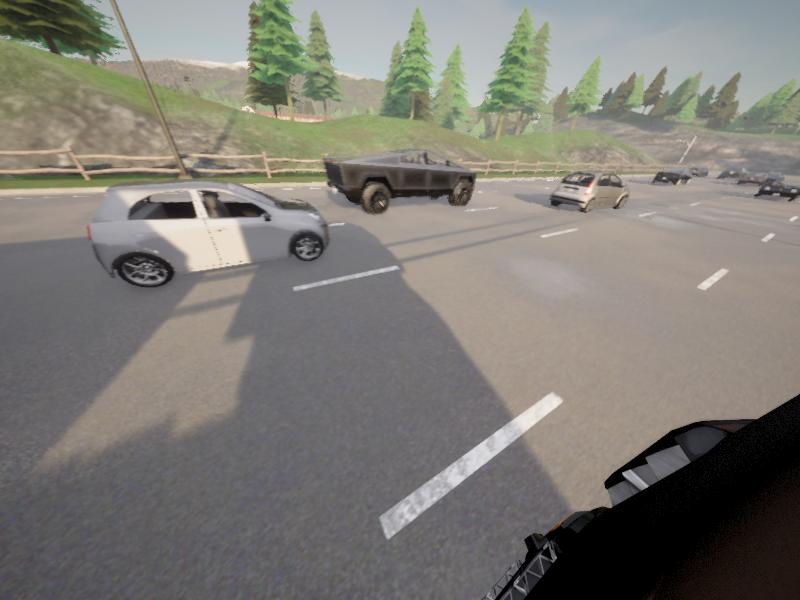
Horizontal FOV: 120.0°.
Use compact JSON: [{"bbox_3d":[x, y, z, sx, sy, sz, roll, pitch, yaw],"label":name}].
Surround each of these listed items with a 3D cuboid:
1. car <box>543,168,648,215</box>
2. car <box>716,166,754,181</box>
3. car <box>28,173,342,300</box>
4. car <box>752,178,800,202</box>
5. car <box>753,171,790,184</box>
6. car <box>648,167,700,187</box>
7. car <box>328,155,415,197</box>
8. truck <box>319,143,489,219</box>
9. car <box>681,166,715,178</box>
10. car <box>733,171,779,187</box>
[{"bbox_3d":[9.306,-5.279,11.090,3.988,1.617,1.851,-13,37,-23],"label":"car"},{"bbox_3d":[51.097,-19.362,35.257,4.553,1.767,2.097,-16,38,-26],"label":"car"},{"bbox_3d":[-3.286,-1.536,4.572,3.633,1.501,1.845,-16,38,-26],"label":"car"},{"bbox_3d":[30.294,-8.741,18.208,4.718,1.301,1.895,-16,38,-26],"label":"car"},{"bbox_3d":[53.100,-17.507,33.036,4.181,1.385,1.994,-16,38,-26],"label":"car"},{"bbox_3d":[28.277,-12.766,23.830,5.008,1.535,1.882,-16,38,-26],"label":"car"},{"bbox_3d":[-1.458,-6.588,12.179,3.988,1.617,1.851,-16,38,-26],"label":"car"},{"bbox_3d":[0.304,-5.040,9.571,6.274,2.098,2.390,-16,38,-26],"label":"truck"},{"bbox_3d":[47.631,-20.516,36.942,4.514,1.525,2.007,-16,38,-26],"label":"car"},{"bbox_3d":[43.280,-14.724,28.078,5.357,1.411,2.033,-16,38,-26],"label":"car"}]
